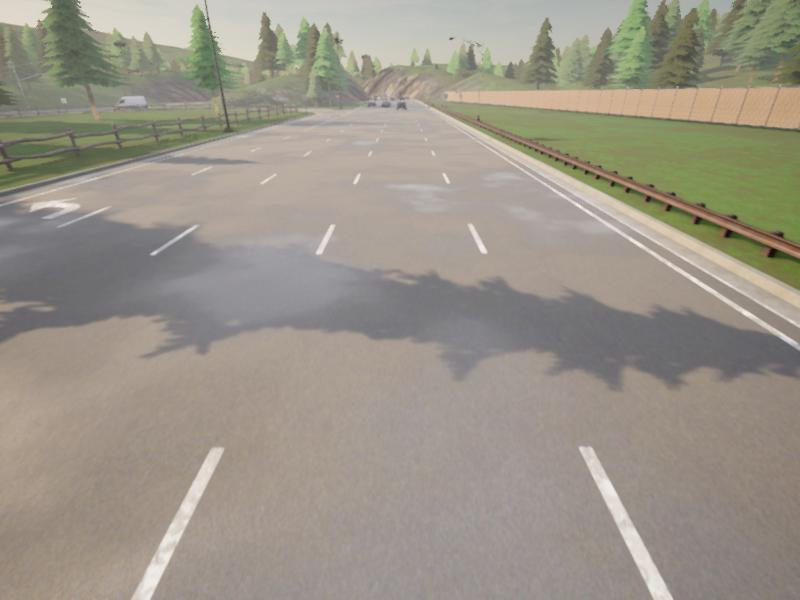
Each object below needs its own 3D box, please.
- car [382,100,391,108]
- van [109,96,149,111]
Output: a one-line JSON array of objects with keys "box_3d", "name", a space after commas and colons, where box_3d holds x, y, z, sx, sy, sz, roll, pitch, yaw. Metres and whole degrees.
[{"box_3d": [-3.106, -44.842, 91.434, 1.994, 1.385, 4.181, 0, 27, 0], "name": "car"}, {"box_3d": [-52.878, -38.424, 78.263, 5.915, 2.561, 1.988, -15, 31, -26], "name": "van"}]
